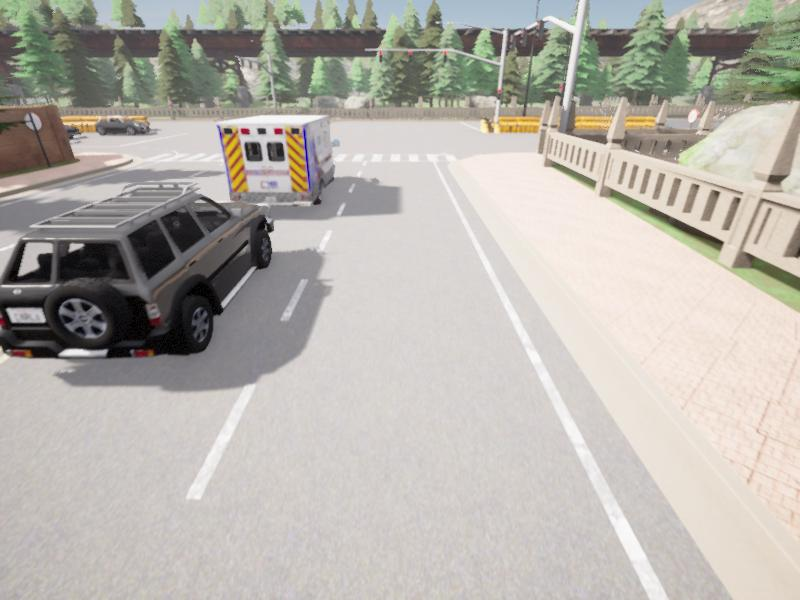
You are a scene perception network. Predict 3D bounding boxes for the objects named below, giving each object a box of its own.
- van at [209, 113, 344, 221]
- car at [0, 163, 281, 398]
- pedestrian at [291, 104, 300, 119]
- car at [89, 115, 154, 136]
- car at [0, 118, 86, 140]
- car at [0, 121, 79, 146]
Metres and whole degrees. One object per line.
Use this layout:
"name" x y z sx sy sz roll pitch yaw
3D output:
"van" -3.507 -4.695 13.163 2.351 2.431 6.366 0 27 0
"car" -3.501 -0.776 6.108 1.932 1.855 4.605 0 27 0
"pedestrian" -13.993 -25.315 53.672 0.751 1.860 0.751 1 27 1
"car" -23.462 -14.755 33.839 3.806 1.475 1.970 0 27 0
"car" -27.787 -13.133 30.755 5.357 1.411 2.033 0 27 0
"car" -25.202 -11.522 27.639 4.181 1.385 1.994 0 27 0
